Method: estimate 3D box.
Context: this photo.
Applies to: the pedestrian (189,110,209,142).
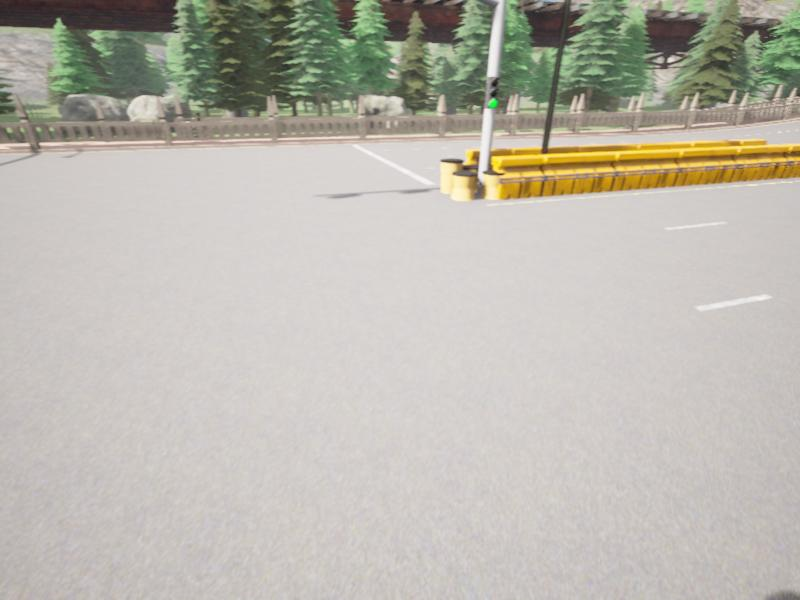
[{"bbox_3d":[-13.300,-11.530,26.525,0.751,1.860,0.751,-8,28,-15],"label":"pedestrian"}]
